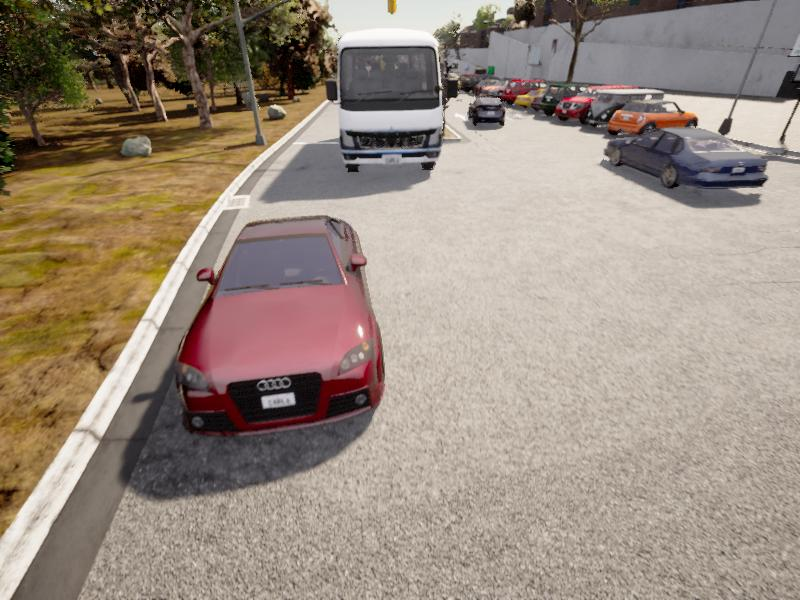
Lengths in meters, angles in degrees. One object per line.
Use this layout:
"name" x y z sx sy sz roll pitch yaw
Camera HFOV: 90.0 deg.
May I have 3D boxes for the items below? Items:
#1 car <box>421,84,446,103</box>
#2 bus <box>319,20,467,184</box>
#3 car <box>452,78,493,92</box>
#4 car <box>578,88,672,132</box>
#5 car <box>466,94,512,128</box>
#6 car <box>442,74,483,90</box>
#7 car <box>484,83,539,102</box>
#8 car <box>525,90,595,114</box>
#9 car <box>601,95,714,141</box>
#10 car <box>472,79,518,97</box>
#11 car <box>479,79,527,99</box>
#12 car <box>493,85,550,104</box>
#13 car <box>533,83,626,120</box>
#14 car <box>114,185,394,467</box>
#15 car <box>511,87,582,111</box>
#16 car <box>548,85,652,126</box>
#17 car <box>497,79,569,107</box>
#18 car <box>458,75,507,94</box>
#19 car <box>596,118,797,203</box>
"car" 3.330 -20.907 40.440 1.816 1.474 4.193 -2 31 -3
"bus" -0.446 -8.182 16.128 3.944 4.253 10.273 -2 30 -3
"car" 10.206 -30.451 56.602 5.366 1.575 1.946 -12 32 -21
"car" 12.754 -10.873 22.795 4.442 1.987 1.878 -12 33 -21
"car" 5.516 -12.122 25.493 2.163 1.488 4.792 2 31 4
"car" 9.573 -33.621 61.570 5.566 2.045 2.435 -12 33 -21
"car" 11.380 -21.347 41.033 4.892 1.521 2.231 -13 33 -21
"car" 12.245 -15.240 30.733 4.674 1.452 2.002 -12 33 -21
"car" 13.003 -9.280 20.289 4.553 1.767 2.185 -12 32 -20
"car" 10.898 -24.481 46.123 4.553 1.767 2.185 -12 32 -21
"car" 11.182 -22.977 43.559 4.553 1.767 2.185 -13 33 -21
"car" 11.619 -19.815 38.483 4.792 1.488 2.163 -13 33 -21
"car" 12.487 -13.975 28.012 5.566 2.045 2.435 -12 33 -21
"car" -1.399 -0.225 5.154 1.994 1.385 4.181 -6 30 -7
"car" 12.204 -16.835 33.360 5.366 1.575 1.946 -13 33 -21
"car" 12.642 -12.436 25.399 5.566 2.045 2.435 -12 33 -21
"car" 11.842 -18.537 35.759 5.566 2.045 2.435 -13 33 -21
"car" 10.507 -27.625 51.252 5.566 2.045 2.435 -12 32 -21
"car" 8.366 -4.461 12.183 2.033 1.411 5.357 -2 30 -1
